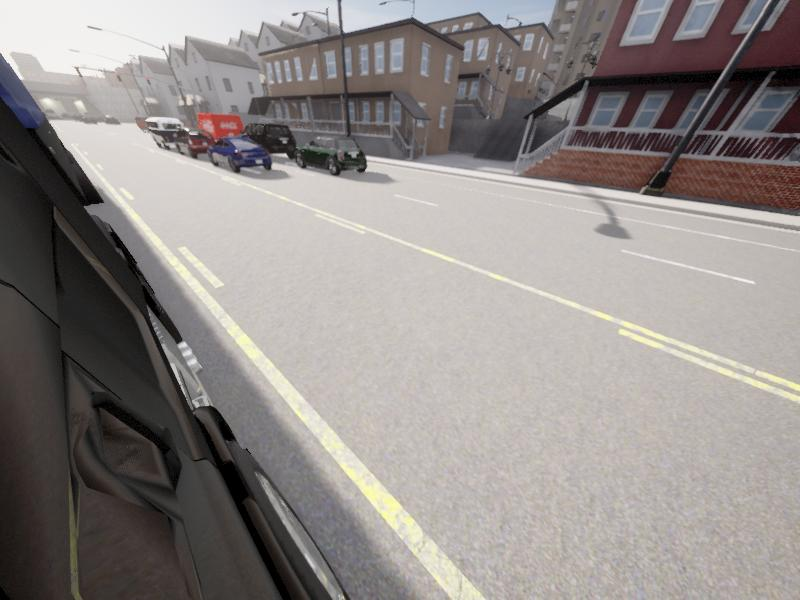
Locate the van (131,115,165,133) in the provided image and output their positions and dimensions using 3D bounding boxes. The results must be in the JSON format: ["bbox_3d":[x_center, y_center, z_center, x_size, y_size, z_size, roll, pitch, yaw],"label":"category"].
[{"bbox_3d":[-38.400,-26.806,35.230,4.442,1.987,1.775,24,42,25],"label":"van"}]

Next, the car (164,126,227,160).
[{"bbox_3d":[-13.915,-10.734,15.715,3.988,1.617,1.851,28,44,30],"label":"car"}]

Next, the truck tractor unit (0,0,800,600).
[{"bbox_3d":[-2.645,-0.295,0.352,6.516,4.208,3.053,28,44,30],"label":"truck tractor unit"}]

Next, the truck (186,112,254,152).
[{"bbox_3d":[-15.638,-14.644,20.096,5.204,2.467,2.627,29,44,31],"label":"truck"}]

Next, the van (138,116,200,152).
[{"bbox_3d":[-18.618,-13.415,18.621,4.480,2.038,2.069,28,44,30],"label":"van"}]

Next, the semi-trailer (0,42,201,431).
[{"bbox_3d":[-8.687,-3.618,4.230,14.254,4.402,2.717,28,44,30],"label":"semi-trailer"}]

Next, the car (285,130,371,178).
[{"bbox_3d":[-3.990,-8.260,12.910,4.553,1.767,2.097,28,44,30],"label":"car"}]

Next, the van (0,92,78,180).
[{"bbox_3d":[-16.350,-6.973,9.746,5.915,2.561,1.988,27,43,30],"label":"van"}]

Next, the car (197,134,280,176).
[{"bbox_3d":[-8.661,-7.861,12.364,4.674,1.442,1.812,28,44,30],"label":"car"}]

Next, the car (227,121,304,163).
[{"bbox_3d":[-9.547,-11.306,16.397,5.566,2.045,2.150,28,44,30],"label":"car"}]
